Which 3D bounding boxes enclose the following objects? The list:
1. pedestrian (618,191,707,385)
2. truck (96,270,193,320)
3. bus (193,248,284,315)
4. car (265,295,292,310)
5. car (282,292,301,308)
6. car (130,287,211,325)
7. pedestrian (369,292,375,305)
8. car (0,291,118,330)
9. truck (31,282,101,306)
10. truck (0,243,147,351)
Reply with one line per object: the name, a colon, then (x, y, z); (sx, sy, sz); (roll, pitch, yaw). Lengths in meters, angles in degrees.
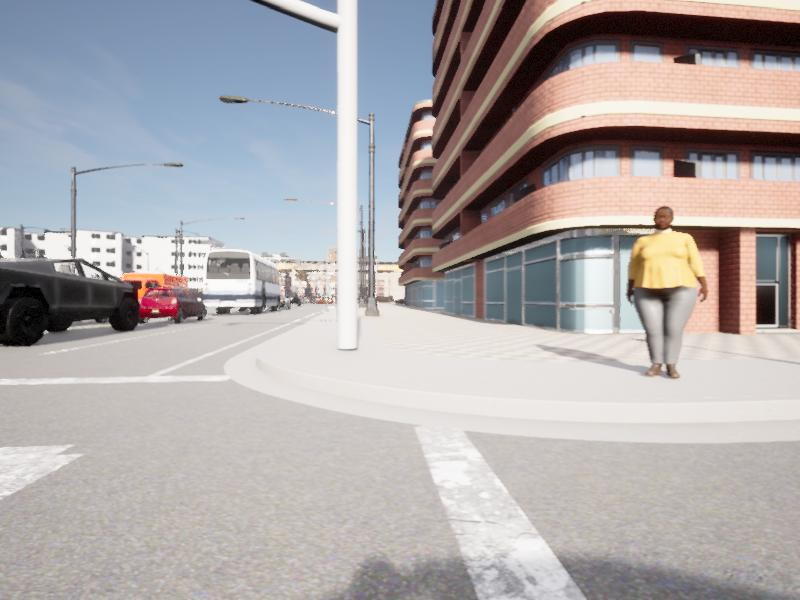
pedestrian: (2.861, -0.115, 4.352); (0.751, 1.860, 0.751); (0, 0, 38)
truck: (-14.180, -0.242, 22.723); (2.627, 2.467, 5.204); (0, 0, -7)
bus: (-11.768, -1.136, 30.685); (3.944, 4.253, 10.273); (0, 0, -7)
car: (-13.232, 0.228, 43.953); (2.038, 1.542, 4.974); (0, 0, -8)
car: (-14.984, -0.042, 55.630); (2.150, 2.045, 5.566); (0, 1, -11)
car: (-10.055, 0.229, 17.869); (1.845, 1.501, 3.633); (0, 0, -7)
pedestrian: (-4.009, -0.170, 57.208); (0.751, 1.860, 0.751); (0, 0, -7)
car: (-13.288, 0.345, 15.473); (1.895, 1.301, 4.718); (0, 0, -7)
truck: (-55.343, -0.920, 66.548); (8.468, 3.827, 2.891); (0, 0, -23)
truck: (-9.303, -0.057, 10.273); (2.390, 2.098, 6.274); (0, 0, -8)
